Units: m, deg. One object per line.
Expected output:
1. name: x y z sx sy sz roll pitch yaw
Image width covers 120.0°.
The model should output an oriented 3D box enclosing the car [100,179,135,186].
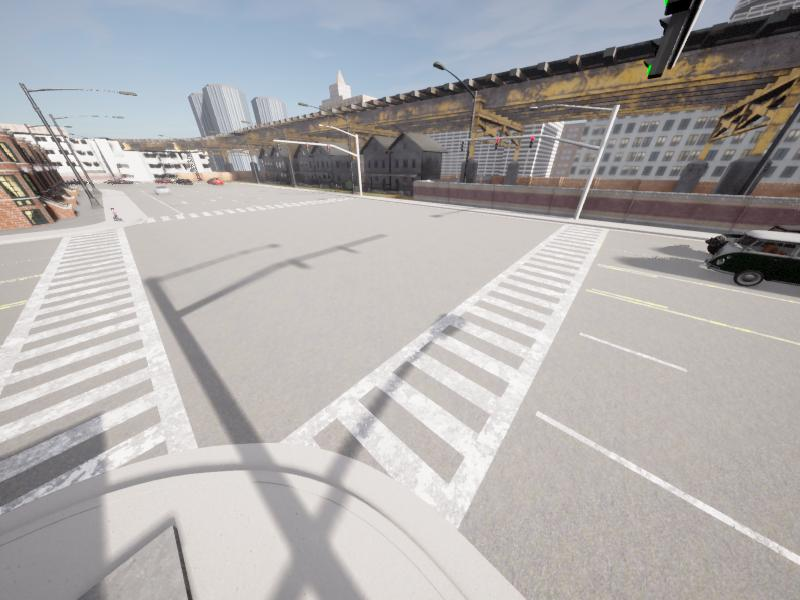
1. car: -72.353 -30.188 59.196 5.357 1.411 2.033 -7 31 -12

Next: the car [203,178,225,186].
1. car: -47.833 -30.485 59.433 4.611 1.667 2.242 16 33 25

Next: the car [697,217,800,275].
1. car: 17.553 -2.545 10.819 3.866 1.878 1.905 24 38 35

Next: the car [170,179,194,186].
1. car: -55.421 -30.041 58.840 4.892 1.490 1.837 9 31 15

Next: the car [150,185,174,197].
1. car: -39.743 -18.307 38.567 4.674 1.442 1.812 23 37 35

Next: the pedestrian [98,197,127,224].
1. pedestrian: -22.893 -7.123 18.427 0.751 1.860 0.751 21 36 31

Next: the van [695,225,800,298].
1. van: 15.097 -1.334 8.626 4.442 1.987 1.775 24 38 35
